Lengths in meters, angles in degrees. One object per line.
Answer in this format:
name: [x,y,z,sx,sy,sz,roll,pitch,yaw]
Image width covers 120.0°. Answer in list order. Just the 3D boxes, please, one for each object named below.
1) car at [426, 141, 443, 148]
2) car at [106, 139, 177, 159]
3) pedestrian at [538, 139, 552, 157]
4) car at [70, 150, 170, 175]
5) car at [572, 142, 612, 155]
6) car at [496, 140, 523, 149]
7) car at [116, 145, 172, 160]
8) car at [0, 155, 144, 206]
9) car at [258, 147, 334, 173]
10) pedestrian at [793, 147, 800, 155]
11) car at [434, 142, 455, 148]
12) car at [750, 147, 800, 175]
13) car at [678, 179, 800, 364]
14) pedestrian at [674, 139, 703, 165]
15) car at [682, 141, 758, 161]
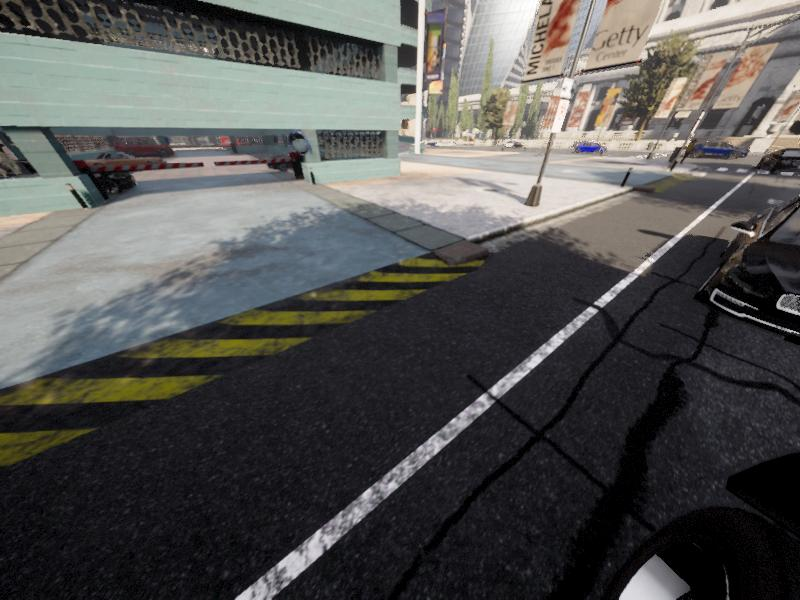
car: [9.251,-42.024,62.261,3.806,1.475,1.970,16,38,21]
car: [-33.024,-19.610,29.884,5.566,2.045,2.435,-23,41,-28]
pedestrian: [18.013,-18.933,28.712,0.751,1.860,0.751,-16,38,-21]
car: [-21.589,-10.908,18.198,4.718,1.301,1.895,-23,41,-28]
car: [29.657,-23.538,35.795,1.816,1.474,4.193,-22,41,-28]
car: [24.422,-34.747,51.641,2.038,1.542,4.974,-25,42,-30]
car: [-33.070,-19.270,30.082,4.514,1.523,2.007,-23,41,-28]
car: [-15.182,-5.397,10.240,4.786,1.482,2.161,-23,41,-28]
car: [-8.146,-11.268,18.446,4.902,1.511,2.128,-23,41,-28]
pedestrian: [50.894,-19.064,29.122,0.751,1.300,0.751,-21,40,-26]
car: [11.235,-39.003,58.032,4.718,1.301,1.895,21,40,27]
car: [28.591,-10.241,16.962,1.812,1.442,4.674,25,42,30]
car: [6.718,-0.732,3.598,4.892,1.490,1.837,-23,41,-28]
pedestrian: [25.045,-12.876,20.060,0.751,1.860,0.751,-23,41,-29]
car: [37.186,-17.496,27.025,2.033,1.649,4.856,-22,41,-28]
